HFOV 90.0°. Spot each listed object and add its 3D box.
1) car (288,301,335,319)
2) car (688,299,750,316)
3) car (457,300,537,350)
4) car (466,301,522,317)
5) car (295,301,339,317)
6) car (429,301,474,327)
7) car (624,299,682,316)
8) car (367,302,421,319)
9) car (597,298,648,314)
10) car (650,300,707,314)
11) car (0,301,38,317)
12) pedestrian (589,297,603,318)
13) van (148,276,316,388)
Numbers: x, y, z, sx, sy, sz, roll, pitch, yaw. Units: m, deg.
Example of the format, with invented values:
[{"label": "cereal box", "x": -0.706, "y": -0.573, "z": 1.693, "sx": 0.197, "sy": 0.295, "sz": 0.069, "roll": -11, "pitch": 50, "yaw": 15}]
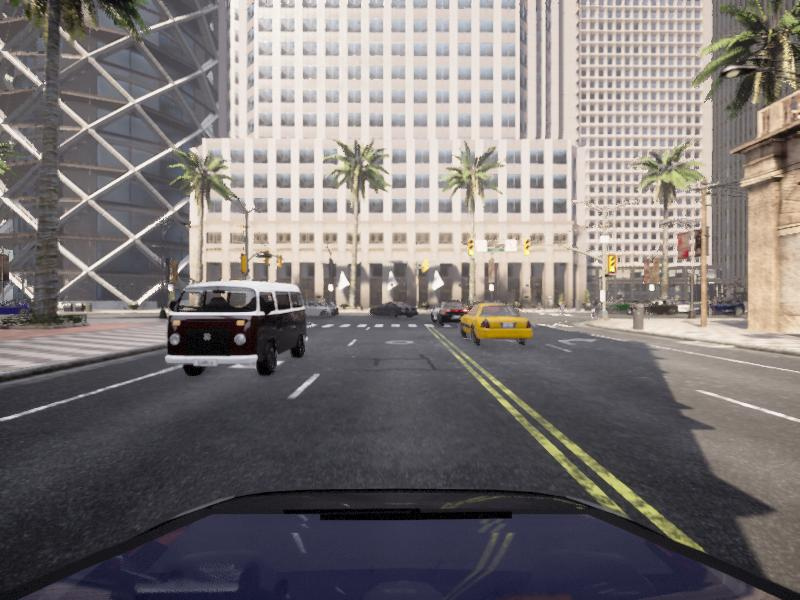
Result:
[{"label": "car", "x": -7.531, "y": 0.815, "z": 34.459, "sx": 3.633, "sy": 1.501, "sz": 1.845, "roll": 0, "pitch": 0, "yaw": 0}, {"label": "car", "x": 32.939, "y": 0.767, "z": 41.426, "sx": 4.856, "sy": 1.649, "sz": 2.033, "roll": 0, "pitch": 0, "yaw": 0}, {"label": "car", "x": 3.477, "y": 0.798, "z": 15.438, "sx": 1.801, "sy": 1.575, "sz": 5.366, "roll": 0, "pitch": 0, "yaw": 0}, {"label": "car", "x": 8.865, "y": 0.841, "z": 37.967, "sx": 4.792, "sy": 1.488, "sz": 2.163, "roll": 0, "pitch": 0, "yaw": 0}, {"label": "car", "x": -7.789, "y": 0.843, "z": 37.950, "sx": 3.806, "sy": 1.475, "sz": 1.970, "roll": 0, "pitch": 0, "yaw": 0}, {"label": "car", "x": 3.255, "y": 0.820, "z": 26.225, "sx": 2.038, "sy": 1.542, "sz": 4.974, "roll": 0, "pitch": 0, "yaw": -3}, {"label": "car", "x": 26.104, "y": 0.745, "z": 41.438, "sx": 4.611, "sy": 1.667, "sz": 2.242, "roll": 0, "pitch": 0, "yaw": 0}, {"label": "car", "x": -0.652, "y": 0.884, "z": 35.396, "sx": 2.033, "sy": 1.411, "sz": 5.357, "roll": 0, "pitch": 0, "yaw": -36}, {"label": "car", "x": 24.929, "y": 0.682, "z": 44.939, "sx": 4.553, "sy": 1.767, "sz": 2.097, "roll": 0, "pitch": 0, "yaw": 0}, {"label": "car", "x": 31.199, "y": 0.814, "z": 44.929, "sx": 4.974, "sy": 1.542, "sz": 2.038, "roll": 0, "pitch": 0, "yaw": 0}, {"label": "car", "x": -37.024, "y": 0.817, "z": 37.915, "sx": 3.633, "sy": 1.501, "sz": 1.845, "roll": 0, "pitch": 0, "yaw": -23}, {"label": "pedestrian", "x": 17.172, "y": 0.628, "z": 35.089, "sx": 0.751, "sy": 1.860, "sz": 0.751, "roll": 0, "pitch": 0, "yaw": -13}, {"label": "van", "x": -3.529, "y": 0.565, "z": 9.514, "sx": 2.069, "sy": 2.038, "sz": 4.480, "roll": 0, "pitch": 0, "yaw": 0}]
